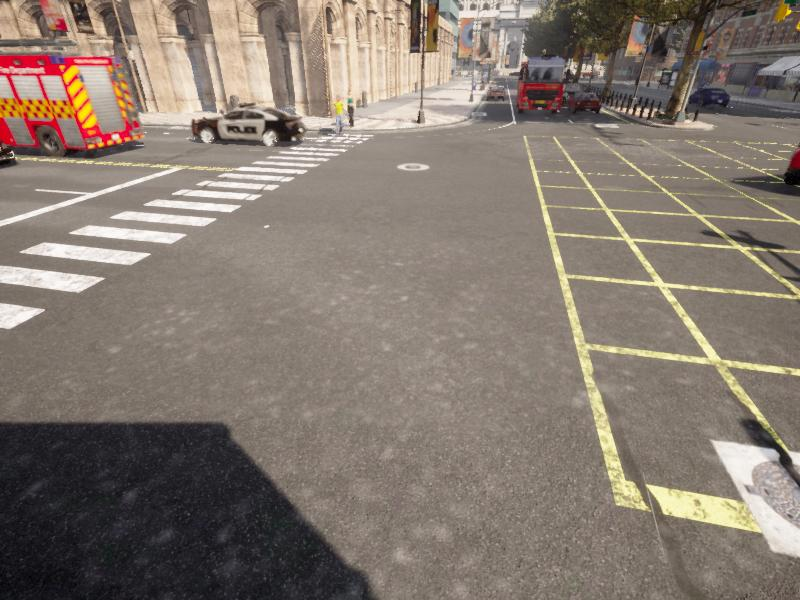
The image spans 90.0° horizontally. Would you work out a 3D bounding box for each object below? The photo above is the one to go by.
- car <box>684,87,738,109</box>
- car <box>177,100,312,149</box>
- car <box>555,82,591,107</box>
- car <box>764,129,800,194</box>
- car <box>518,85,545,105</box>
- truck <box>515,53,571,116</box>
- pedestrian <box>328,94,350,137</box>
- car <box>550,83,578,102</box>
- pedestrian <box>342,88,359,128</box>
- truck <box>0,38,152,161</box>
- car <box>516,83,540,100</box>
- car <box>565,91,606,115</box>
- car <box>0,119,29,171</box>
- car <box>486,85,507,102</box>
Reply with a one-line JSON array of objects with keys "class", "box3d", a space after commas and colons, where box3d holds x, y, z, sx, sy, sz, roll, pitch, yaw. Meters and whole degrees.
[{"class": "car", "box3d": [26.987, -17.709, 34.936, 1.812, 1.442, 4.674, 6, 31, 11]}, {"class": "car", "box3d": [-6.883, -7.966, 18.031, 5.238, 1.638, 1.930, 7, 31, 10]}, {"class": "car", "box3d": [15.616, -18.742, 36.350, 2.097, 1.767, 4.553, 6, 31, 11]}, {"class": "car", "box3d": [13.250, -3.910, 11.212, 4.514, 1.525, 2.007, -8, 31, -14]}, {"class": "car", "box3d": [12.494, -19.655, 38.227, 1.970, 1.475, 3.806, 6, 31, 11]}, {"class": "truck", "box3d": [10.814, -16.895, 31.170, 2.891, 3.827, 8.468, 6, 31, 11]}, {"class": "pedestrian", "box3d": [-2.962, -9.009, 19.554, 0.751, 1.860, 0.751, 3, 30, 5]}, {"class": "car", "box3d": [16.913, -21.521, 41.426, 1.970, 1.475, 3.806, 7, 31, 11]}, {"class": "pedestrian", "box3d": [-2.612, -10.221, 21.329, 0.751, 1.860, 0.751, -1, 30, -2]}, {"class": "truck", "box3d": [-15.214, -8.023, 15.959, 8.468, 3.827, 2.891, 6, 31, 11]}, {"class": "car", "box3d": [13.929, -22.862, 43.828, 1.994, 1.385, 4.181, 6, 31, 10]}, {"class": "car", "box3d": [14.102, -15.122, 30.644, 1.895, 1.301, 4.718, 6, 31, 11]}, {"class": "car", "box3d": [-15.828, -5.279, 13.570, 4.892, 1.490, 1.837, 6, 31, 11]}, {"class": "car", "box3d": [9.978, -21.411, 41.402, 1.895, 1.301, 4.718, 6, 31, 11]}]
